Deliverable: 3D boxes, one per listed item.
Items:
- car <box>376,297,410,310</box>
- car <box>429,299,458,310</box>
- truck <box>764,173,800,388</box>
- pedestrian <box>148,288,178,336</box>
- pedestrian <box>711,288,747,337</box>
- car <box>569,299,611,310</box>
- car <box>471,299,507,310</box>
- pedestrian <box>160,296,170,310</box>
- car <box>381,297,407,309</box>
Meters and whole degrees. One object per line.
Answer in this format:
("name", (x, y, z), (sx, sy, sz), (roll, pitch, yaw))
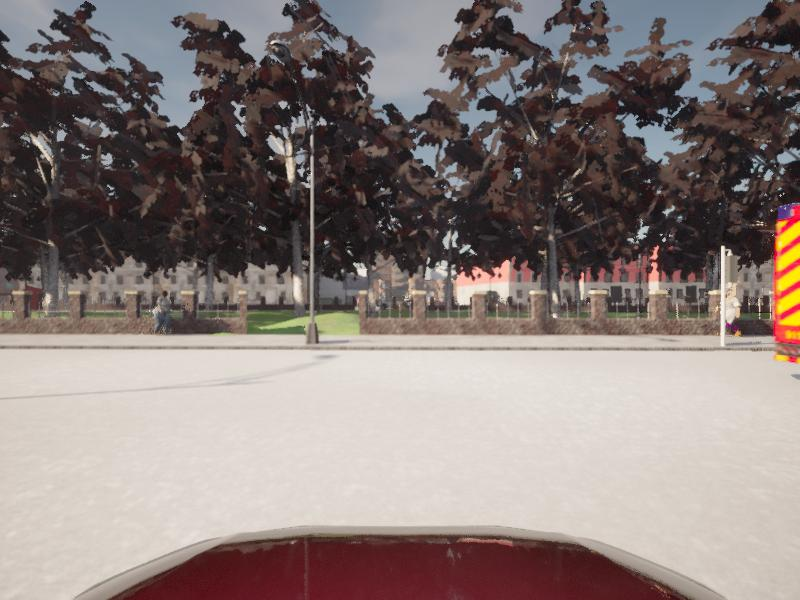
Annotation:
("car", (-0.943, 0.451, 55.679), (4.605, 1.855, 1.932), (0, 0, 1))
("car", (6.034, 0.653, 55.528), (3.806, 1.475, 1.970), (0, 0, 2))
("truck", (11.388, -0.344, 6.483), (8.468, 3.827, 2.891), (0, 0, -1))
("pedestrian", (-9.411, 0.475, 15.918), (0.751, 1.860, 0.751), (0, 0, 1))
("pedestrian", (12.668, 0.477, 15.424), (0.751, 1.860, 0.751), (0, 0, 1))
("car", (26.176, 0.646, 55.095), (4.892, 1.490, 1.837), (0, 0, 0))
("car", (12.256, 0.629, 55.396), (4.514, 1.525, 2.007), (0, 0, 1))
("pedestrian", (-31.058, 0.341, 52.878), (0.751, 1.860, 0.751), (0, 0, 3))
("car", (-0.911, 0.430, 59.678), (3.866, 1.878, 1.905), (0, 0, 1))
